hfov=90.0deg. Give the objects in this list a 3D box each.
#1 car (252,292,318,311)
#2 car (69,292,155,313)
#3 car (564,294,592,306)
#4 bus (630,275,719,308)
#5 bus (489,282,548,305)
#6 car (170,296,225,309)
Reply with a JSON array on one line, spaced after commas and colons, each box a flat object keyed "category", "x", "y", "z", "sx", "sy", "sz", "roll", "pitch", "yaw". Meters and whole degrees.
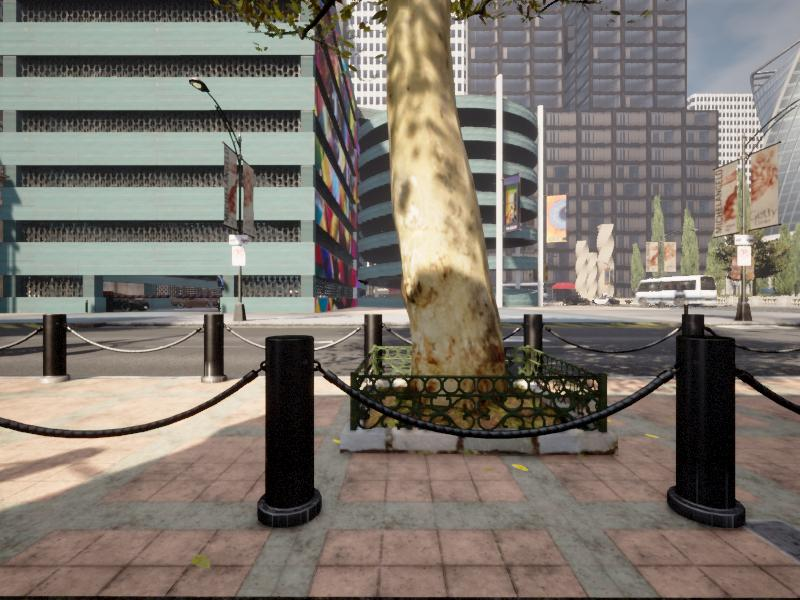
[{"category": "car", "x": -9.593, "y": 0.117, "z": 33.684, "sx": 4.902, "sy": 1.511, "sz": 2.128, "roll": 0, "pitch": 0, "yaw": 0}, {"category": "car", "x": -21.193, "y": 0.157, "z": 29.591, "sx": 4.786, "sy": 1.482, "sz": 2.161, "roll": 0, "pitch": 0, "yaw": 0}, {"category": "car", "x": 28.873, "y": 0.057, "z": 65.089, "sx": 1.905, "sy": 1.878, "sz": 3.866, "roll": 0, "pitch": 0, "yaw": -28}, {"category": "bus", "x": 39.006, "y": -1.135, "z": 57.467, "sx": 3.944, "sy": 4.253, "sz": 10.273, "roll": 0, "pitch": 0, "yaw": -17}, {"category": "bus", "x": 22.962, "y": -1.139, "z": 77.727, "sx": 10.273, "sy": 4.253, "sz": 3.944, "roll": 0, "pitch": 0, "yaw": 40}, {"category": "car", "x": -20.752, "y": 0.207, "z": 41.191, "sx": 4.718, "sy": 1.301, "sz": 1.895, "roll": 0, "pitch": 0, "yaw": 0}]
